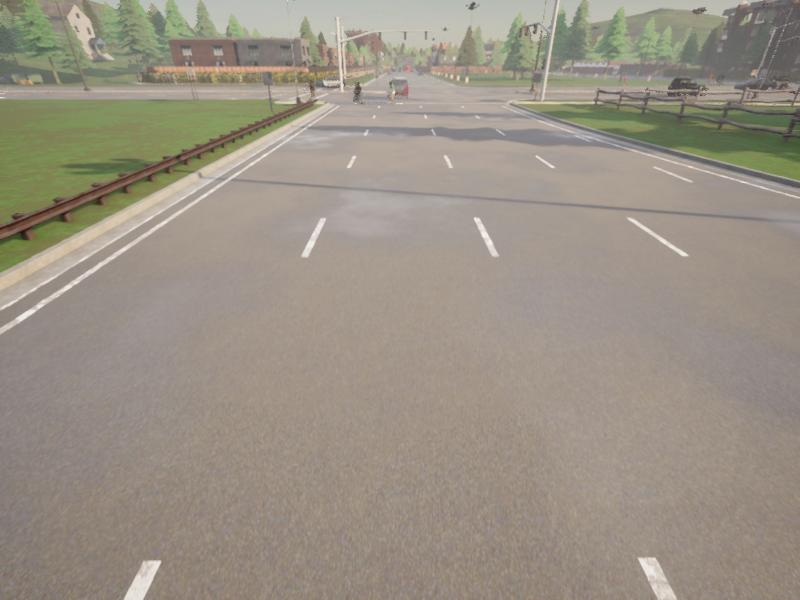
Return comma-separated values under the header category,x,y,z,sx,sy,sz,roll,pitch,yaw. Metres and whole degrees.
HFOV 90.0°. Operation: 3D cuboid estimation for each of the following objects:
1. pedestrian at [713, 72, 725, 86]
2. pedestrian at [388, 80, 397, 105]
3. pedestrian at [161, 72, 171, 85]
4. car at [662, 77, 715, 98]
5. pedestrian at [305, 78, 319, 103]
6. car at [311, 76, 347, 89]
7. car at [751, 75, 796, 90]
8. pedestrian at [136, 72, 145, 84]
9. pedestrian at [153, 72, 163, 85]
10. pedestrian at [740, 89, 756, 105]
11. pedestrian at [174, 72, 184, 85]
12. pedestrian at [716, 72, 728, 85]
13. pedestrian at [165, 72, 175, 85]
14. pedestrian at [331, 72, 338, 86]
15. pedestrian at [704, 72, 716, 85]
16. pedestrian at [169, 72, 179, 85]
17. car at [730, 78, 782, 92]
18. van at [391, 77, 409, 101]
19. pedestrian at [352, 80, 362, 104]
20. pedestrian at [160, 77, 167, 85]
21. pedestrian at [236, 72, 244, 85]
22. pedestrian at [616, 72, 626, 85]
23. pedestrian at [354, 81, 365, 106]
category,x,y,z,sx,sy,sz,roll,pitch,yaw
pedestrian,51.560,-35.756,64.727,0.751,1.860,0.751,2,30,4
pedestrian,-0.668,-18.124,34.977,0.751,1.860,0.751,-2,30,-4
pedestrian,-39.469,-37.415,67.556,0.751,1.860,0.751,12,32,19
car,31.305,-23.099,43.477,3.866,1.878,1.905,0,30,1
pedestrian,-7.731,-18.438,35.211,0.751,1.860,0.751,12,33,20
car,-10.534,-32.569,59.910,4.974,1.542,2.038,-1,30,-1
car,52.463,-30.574,56.233,3.866,1.878,1.905,0,30,1
pedestrian,-45.616,-38.992,70.244,0.751,1.860,0.751,-24,38,-35
pedestrian,-40.870,-37.365,67.470,0.751,1.860,0.751,1,30,2
pedestrian,29.196,-17.022,33.548,0.500,1.100,0.500,2,30,3
pedestrian,-37.347,-37.411,67.550,0.751,1.860,0.751,2,30,4
pedestrian,52.627,-36.120,65.346,0.751,1.860,0.751,2,30,4
pedestrian,-38.834,-37.400,67.530,0.751,1.860,0.751,3,31,5
pedestrian,-10.483,-35.482,64.197,0.751,1.860,0.751,7,31,12
pedestrian,50.740,-36.200,65.483,0.751,1.860,0.751,3,31,5
pedestrian,-38.200,-37.412,67.551,0.751,1.860,0.751,-1,30,-1
car,47.417,-28.670,53.351,4.892,1.490,1.837,0,30,1
van,0.002,-21.783,41.136,1.775,1.987,4.442,0,30,0
pedestrian,-3.823,-18.475,35.575,0.751,1.860,0.751,-3,31,-5
pedestrian,-40.076,-37.090,67.752,0.500,1.100,0.500,2,30,3
pedestrian,-27.078,-37.454,67.622,0.751,1.860,0.751,0,30,0
pedestrian,36.424,-36.500,65.994,0.751,1.860,0.751,2,30,4
pedestrian,-3.501,-17.760,34.357,0.751,1.860,0.751,2,30,3
